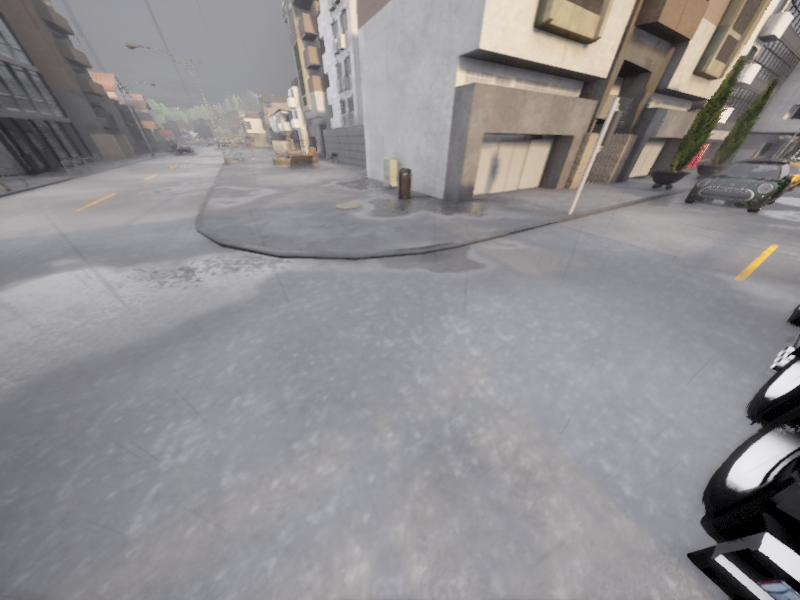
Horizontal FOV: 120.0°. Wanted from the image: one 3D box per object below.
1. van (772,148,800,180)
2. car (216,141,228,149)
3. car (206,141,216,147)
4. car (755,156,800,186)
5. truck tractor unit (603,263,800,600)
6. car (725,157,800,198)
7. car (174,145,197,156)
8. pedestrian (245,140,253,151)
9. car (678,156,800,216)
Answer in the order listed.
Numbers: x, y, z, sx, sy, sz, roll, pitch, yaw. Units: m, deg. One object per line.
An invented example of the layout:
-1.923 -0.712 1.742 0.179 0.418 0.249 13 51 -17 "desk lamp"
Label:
31.718 -10.621 17.956 4.442 1.987 1.775 -18 39 -24 "van"
-47.941 -41.863 62.346 1.930 1.638 5.238 -18 39 -24 "car"
-63.218 -52.460 77.435 1.930 1.638 5.238 -18 39 -24 "car"
26.940 -8.864 15.816 3.806 1.475 1.970 -18 39 -25 "car"
5.109 -0.299 0.801 6.516 4.208 3.053 -18 38 -24 "truck tractor unit"
20.957 -6.970 12.927 5.366 1.575 1.801 -18 39 -24 "car"
-35.654 -24.973 38.458 1.895 1.301 4.718 -18 39 -24 "car"
-30.765 -31.350 46.982 0.751 1.860 0.751 -19 39 -26 "pedestrian"
14.796 -5.061 9.919 4.553 1.767 2.097 -18 39 -24 "car"
